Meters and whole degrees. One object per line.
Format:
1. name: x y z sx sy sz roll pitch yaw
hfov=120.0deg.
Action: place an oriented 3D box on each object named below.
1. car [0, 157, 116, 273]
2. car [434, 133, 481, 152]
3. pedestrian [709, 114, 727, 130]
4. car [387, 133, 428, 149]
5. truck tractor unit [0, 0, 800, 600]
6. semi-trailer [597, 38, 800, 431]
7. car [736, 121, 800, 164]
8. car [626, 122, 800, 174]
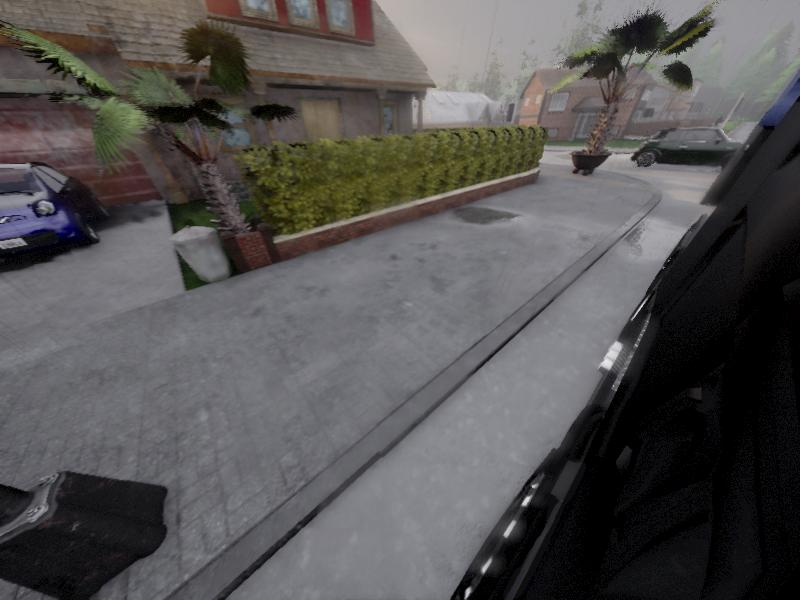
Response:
1. car: -8.106 -2.035 4.994 1.845 1.501 3.633 -30 45 -32
2. car: 5.840 -16.368 23.917 1.994 1.385 4.181 -30 45 -31
3. pedestrian: 48.377 -27.077 35.171 0.751 1.860 0.751 -28 44 -30
4. car: 0.833 -19.929 28.905 2.033 1.411 5.357 -28 44 -30
5. truck tractor unit: 2.645 -0.295 0.351 6.516 4.208 3.053 -28 44 -30
6. semi-trailer: 8.751 -3.557 4.191 14.254 4.402 2.717 -27 44 -29
7. car: 21.420 -9.059 13.116 5.238 1.638 1.930 -28 44 -30
8. car: 14.539 -7.492 11.290 4.553 1.767 2.097 27 46 34
